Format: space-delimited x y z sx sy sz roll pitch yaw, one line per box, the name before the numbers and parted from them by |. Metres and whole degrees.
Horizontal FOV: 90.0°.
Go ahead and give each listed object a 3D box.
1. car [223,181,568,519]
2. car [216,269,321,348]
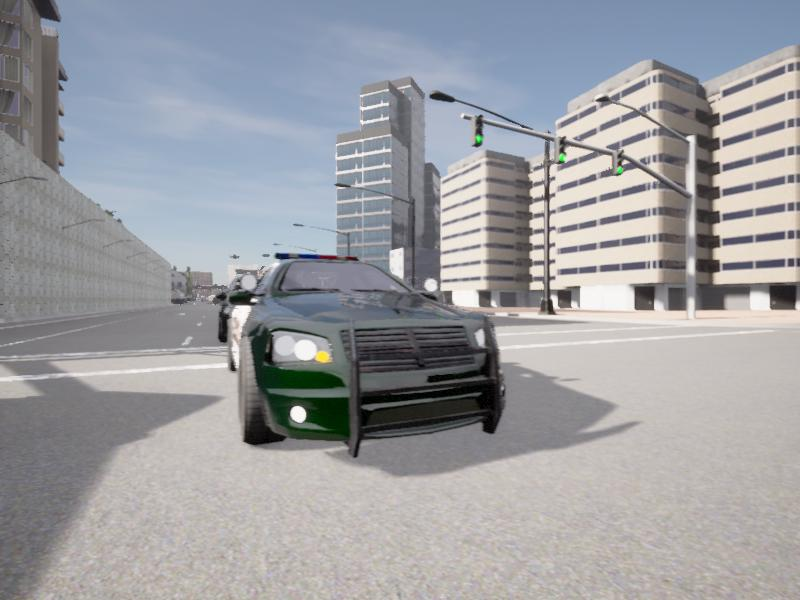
car | -0.846 0.226 4.507 2.038 1.542 4.974 0 0 -25
car | -3.837 0.152 11.019 2.242 1.667 4.611 0 1 -25
